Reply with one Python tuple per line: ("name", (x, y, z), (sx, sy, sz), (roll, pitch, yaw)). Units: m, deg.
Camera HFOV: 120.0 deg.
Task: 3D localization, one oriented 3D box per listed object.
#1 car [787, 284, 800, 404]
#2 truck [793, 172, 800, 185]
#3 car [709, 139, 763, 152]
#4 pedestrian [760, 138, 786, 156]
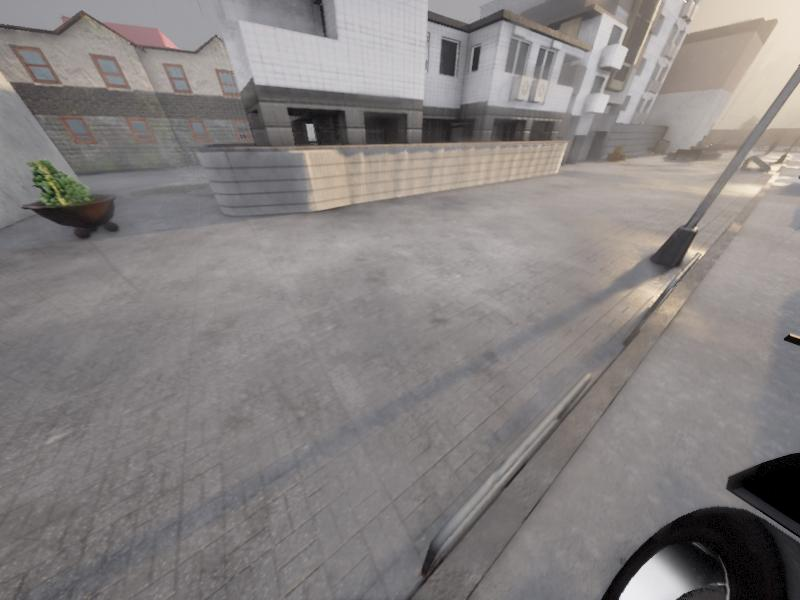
("car", (6.538, 0.180, 2.486), (4.718, 1.301, 1.895), (-22, 40, -27))
("truck", (24.495, -7.559, 12.320), (5.204, 2.467, 2.627), (-21, 40, -28))
("car", (55.504, -25.629, 38.270), (2.097, 1.767, 4.553), (-22, 41, -27))
("pedestrian", (46.442, -19.081, 28.776), (0.751, 1.860, 0.751), (-14, 37, -18))
